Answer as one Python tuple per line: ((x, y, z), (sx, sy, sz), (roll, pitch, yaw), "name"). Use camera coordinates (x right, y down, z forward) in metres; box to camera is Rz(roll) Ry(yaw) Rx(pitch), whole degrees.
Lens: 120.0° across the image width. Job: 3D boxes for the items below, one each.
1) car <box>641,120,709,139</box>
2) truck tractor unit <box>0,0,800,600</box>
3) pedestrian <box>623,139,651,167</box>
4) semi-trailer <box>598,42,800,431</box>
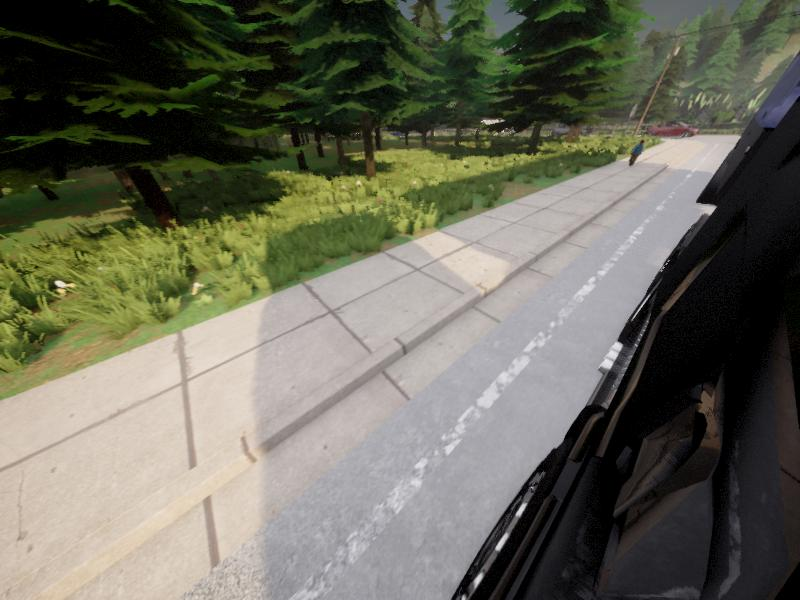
((28.950, -18.008, 24.474), (1.816, 1.474, 4.193), (-26, 43, -28), "car")
((2.645, -0.295, 0.351), (6.516, 4.208, 3.053), (-28, 44, -30), "truck tractor unit")
((11.351, -7.053, 11.092), (0.500, 1.100, 0.500), (25, 45, 31), "pedestrian")
((8.688, -3.617, 4.230), (14.254, 4.402, 2.717), (-28, 44, -30), "semi-trailer")
